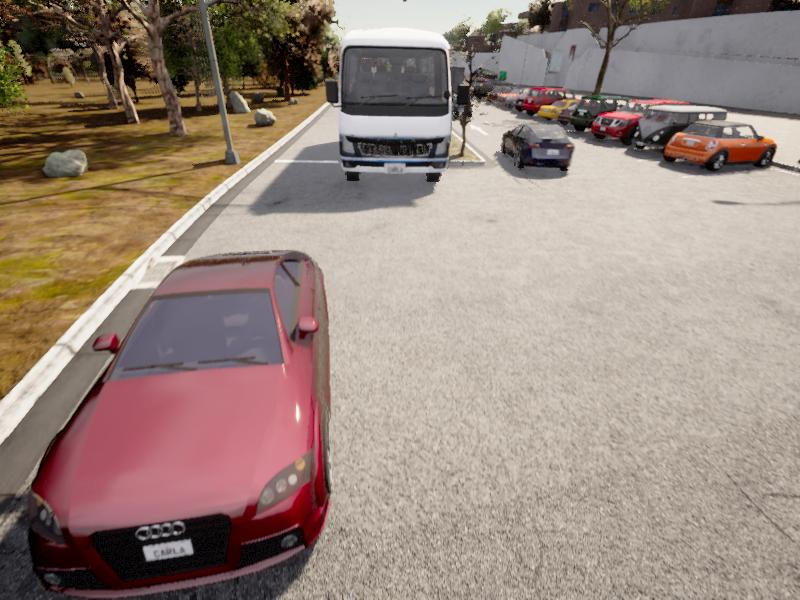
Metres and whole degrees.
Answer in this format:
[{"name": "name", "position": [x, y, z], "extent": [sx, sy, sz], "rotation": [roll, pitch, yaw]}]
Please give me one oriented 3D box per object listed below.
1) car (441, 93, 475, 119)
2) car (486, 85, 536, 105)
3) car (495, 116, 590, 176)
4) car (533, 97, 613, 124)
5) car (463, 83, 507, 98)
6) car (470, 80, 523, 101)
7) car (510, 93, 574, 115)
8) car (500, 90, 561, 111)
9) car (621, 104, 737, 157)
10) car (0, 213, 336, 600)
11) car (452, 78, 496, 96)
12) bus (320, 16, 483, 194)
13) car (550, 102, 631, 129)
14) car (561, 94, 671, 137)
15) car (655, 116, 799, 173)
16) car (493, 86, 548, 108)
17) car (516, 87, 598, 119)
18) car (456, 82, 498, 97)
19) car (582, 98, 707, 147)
[{"name": "car", "position": [4.428, -15.136, 31.130], "extent": [1.816, 1.474, 4.193], "rotation": [-1, 30, -3]}, {"name": "car", "position": [11.722, -21.690, 42.367], "extent": [4.553, 1.767, 2.185], "rotation": [-11, 32, -21]}, {"name": "car", "position": [5.461, -6.343, 16.140], "extent": [2.163, 1.488, 4.792], "rotation": [2, 30, 1]}, {"name": "car", "position": [12.806, -14.045, 29.582], "extent": [5.366, 1.575, 1.946], "rotation": [-11, 32, -21]}, {"name": "car", "position": [11.203, -27.648, 52.863], "extent": [5.366, 1.575, 1.946], "rotation": [-10, 32, -21]}, {"name": "car", "position": [11.423, -24.830, 47.505], "extent": [5.566, 2.045, 2.435], "rotation": [-11, 32, -21]}, {"name": "car", "position": [12.307, -17.026, 34.713], "extent": [4.792, 1.488, 2.163], "rotation": [-11, 32, -21]}, {"name": "car", "position": [12.113, -18.557, 37.268], "extent": [4.892, 1.521, 2.231], "rotation": [-11, 33, -21]}, {"name": "car", "position": [13.184, -8.100, 19.000], "extent": [4.442, 1.987, 1.878], "rotation": [-10, 33, -21]}, {"name": "car", "position": [-1.774, 0.450, 4.131], "extent": [1.994, 1.385, 4.181], "rotation": [-5, 30, -8]}, {"name": "car", "position": [10.663, -30.822, 57.839], "extent": [5.566, 2.045, 2.435], "rotation": [-11, 33, -21]}, {"name": "bus", "position": [-0.228, -7.551, 15.223], "extent": [3.944, 4.253, 10.273], "rotation": [0, 30, -3]}, {"name": "car", "position": [12.800, -12.457, 26.951], "extent": [4.674, 1.452, 2.002], "rotation": [-11, 32, -21]}, {"name": "car", "position": [13.007, -11.193, 24.226], "extent": [5.566, 2.045, 2.435], "rotation": [-10, 32, -21]}, {"name": "car", "position": [13.386, -6.507, 16.490], "extent": [4.553, 1.767, 2.185], "rotation": [-10, 32, -20]}, {"name": "car", "position": [11.963, -20.185, 39.799], "extent": [4.553, 1.767, 2.185], "rotation": [-11, 33, -21]}, {"name": "car", "position": [12.494, -15.750, 31.986], "extent": [5.566, 2.045, 2.435], "rotation": [-11, 32, -21]}, {"name": "car", "position": [10.686, -29.083, 55.314], "extent": [5.366, 1.575, 1.946], "rotation": [-10, 33, -21]}, {"name": "car", "position": [13.117, -9.658, 21.608], "extent": [5.566, 2.045, 2.435], "rotation": [-10, 33, -21]}]
